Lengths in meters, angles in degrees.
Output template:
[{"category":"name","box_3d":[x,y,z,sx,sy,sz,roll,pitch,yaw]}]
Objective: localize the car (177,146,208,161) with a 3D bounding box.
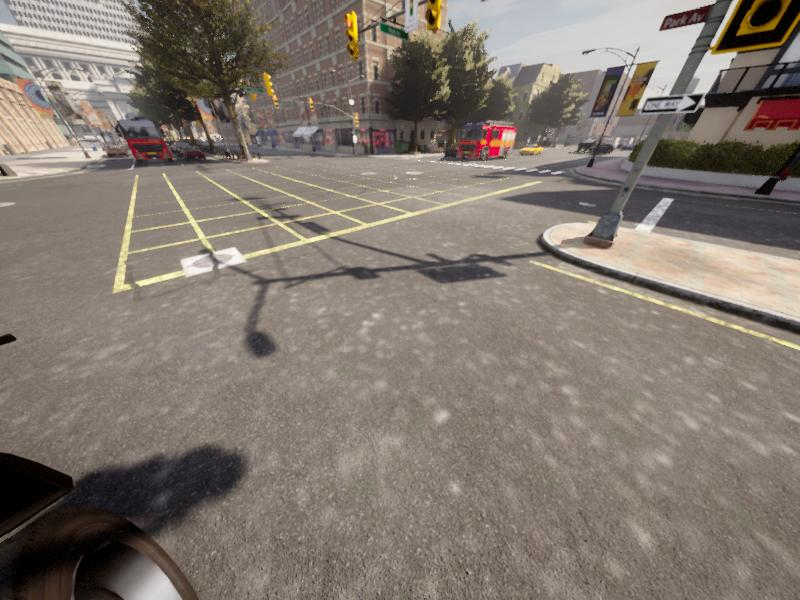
[{"category":"car","box_3d":[-24.264,-17.156,26.986,1.895,1.301,4.718,-28,44,-34]}]

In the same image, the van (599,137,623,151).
[{"category":"van","box_3d":[48.689,-36.034,53.328,6.366,2.431,2.351,-28,44,-34]}]

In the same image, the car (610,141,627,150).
[{"category":"car","box_3d":[55.665,-39.392,58.839,5.238,1.638,1.930,-28,44,-34]}]

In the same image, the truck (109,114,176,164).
[{"category":"truck","box_3d":[-27.249,-17.094,24.680,2.891,3.827,8.468,-28,44,-34]}]

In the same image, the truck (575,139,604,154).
[{"category":"truck","box_3d":[35.893,-29.146,43.747,6.274,2.098,2.390,-28,44,-34]}]

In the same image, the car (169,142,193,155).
[{"category":"car","box_3d":[-32.921,-22.725,34.676,1.970,1.475,3.806,-27,44,-33]}]

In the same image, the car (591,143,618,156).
[{"category":"car","box_3d":[34.420,-25.435,38.875,4.856,1.649,2.033,-28,44,-34]}]

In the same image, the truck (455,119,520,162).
[{"category":"truck","box_3d":[10.713,-19.309,28.096,8.468,3.827,2.891,-28,44,-34]}]

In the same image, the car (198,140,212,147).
[{"category":"car","box_3d":[-51.986,-41.657,61.429,1.970,1.475,3.806,-28,44,-34]}]

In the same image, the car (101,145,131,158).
[{"category":"car","box_3d":[-36.836,-19.372,30.035,1.895,1.301,4.718,-28,44,-34]}]

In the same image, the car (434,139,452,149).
[{"category":"car","box_3d":[10.433,-37.751,55.969,1.905,1.878,3.866,-28,44,-34]}]

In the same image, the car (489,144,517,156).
[{"category":"car","box_3d":[16.551,-24.155,37.089,4.674,1.442,1.812,-28,44,-34]}]

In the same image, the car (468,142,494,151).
[{"category":"car","box_3d":[17.129,-32.837,49.348,2.038,1.542,4.974,-21,40,-26]}]

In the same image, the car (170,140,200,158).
[{"category":"car","box_3d":[-28.926,-20.319,31.012,2.097,1.767,4.553,-28,44,-34]}]

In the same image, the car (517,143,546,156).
[{"category":"car","box_3d":[20.724,-23.672,36.313,5.366,1.575,1.801,-28,44,-34]}]

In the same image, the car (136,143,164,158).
[{"category":"car","box_3d":[-32.422,-19.416,29.980,1.970,1.475,3.806,-28,44,-34]}]

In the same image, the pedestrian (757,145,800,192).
[{"category":"pedestrian","box_3d":[18.619,-6.300,11.077,0.751,1.860,0.751,-27,43,-33]}]

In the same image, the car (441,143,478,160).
[{"category":"car","box_3d":[7.890,-19.662,30.475,5.238,1.638,1.930,-28,44,-34]}]
